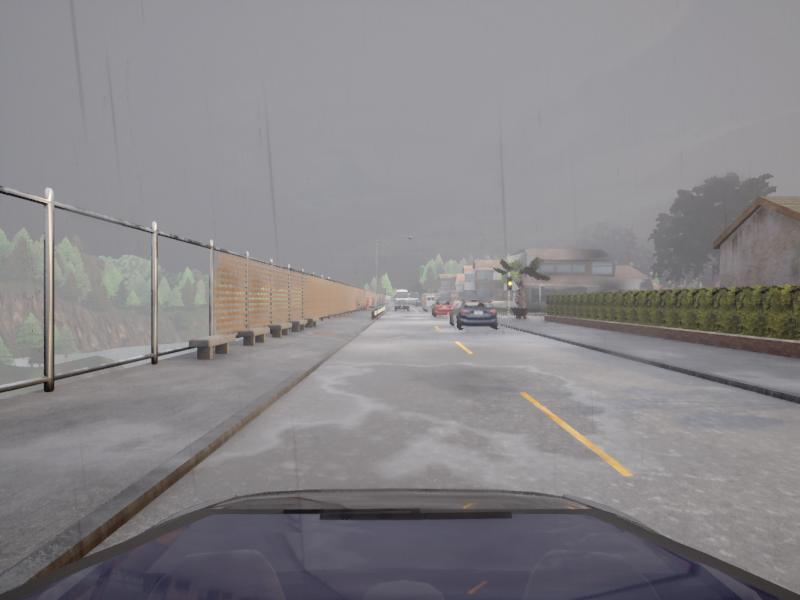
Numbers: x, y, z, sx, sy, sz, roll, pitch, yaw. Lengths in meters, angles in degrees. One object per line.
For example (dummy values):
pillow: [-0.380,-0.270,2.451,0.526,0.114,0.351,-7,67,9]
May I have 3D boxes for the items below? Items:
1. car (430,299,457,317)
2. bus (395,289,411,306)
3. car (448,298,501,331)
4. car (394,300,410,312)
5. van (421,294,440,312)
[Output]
car: [4.206,0.756,39.646,2.242,1.667,4.611,0,0,0]
bus: [0.651,-0.539,103.621,3.944,4.253,10.273,0,0,0]
car: [4.121,0.755,23.005,2.242,1.667,4.611,0,0,0]
car: [0.314,0.781,57.989,2.152,1.651,5.027,0,0,2]
van: [4.301,0.378,57.943,2.351,2.431,6.366,0,0,0]
